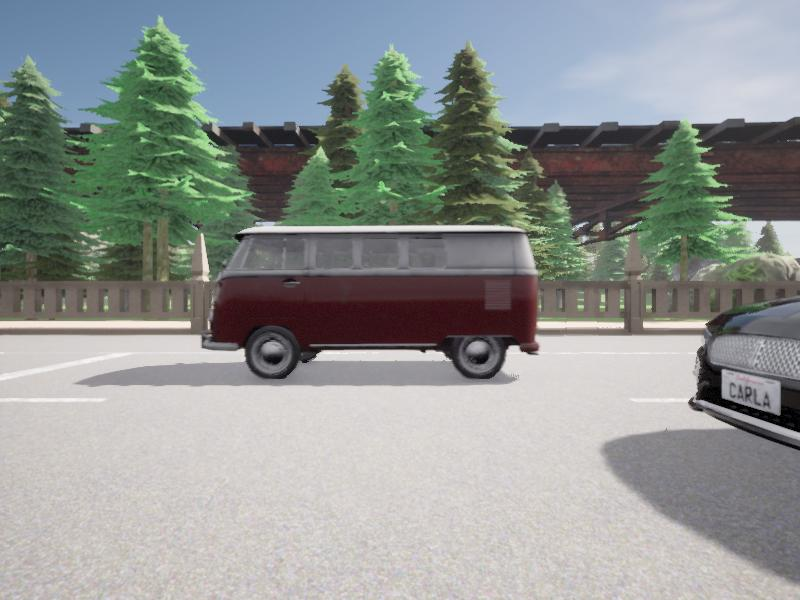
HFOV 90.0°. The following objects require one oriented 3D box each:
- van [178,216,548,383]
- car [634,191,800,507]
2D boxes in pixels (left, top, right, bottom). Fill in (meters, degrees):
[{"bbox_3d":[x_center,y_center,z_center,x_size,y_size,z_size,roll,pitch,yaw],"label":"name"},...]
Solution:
[{"bbox_3d":[-0.446,-0.004,5.700,4.442,1.987,1.775,0,0,0],"label":"van"},{"bbox_3d":[4.363,0.237,2.200,4.902,1.511,2.128,0,0,0],"label":"car"}]
